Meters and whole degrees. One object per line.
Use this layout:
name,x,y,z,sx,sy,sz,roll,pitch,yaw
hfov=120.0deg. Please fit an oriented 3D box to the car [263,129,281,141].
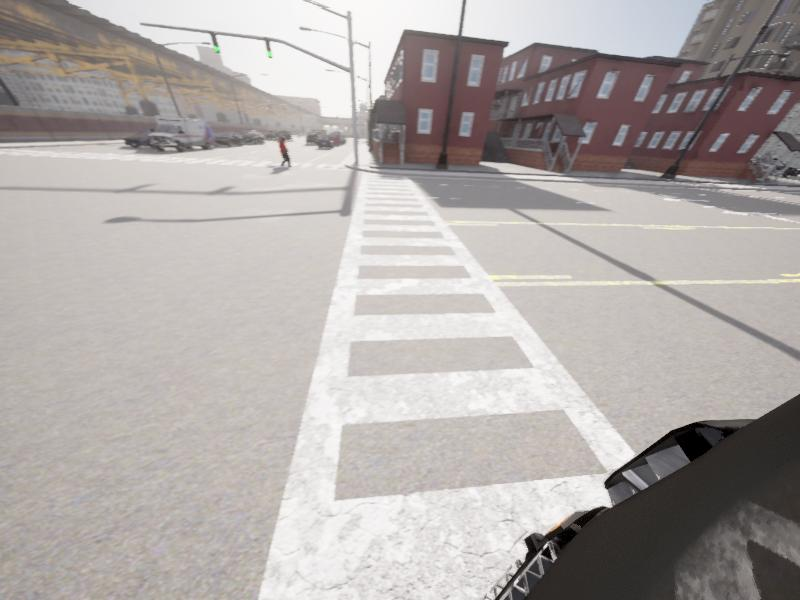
car,-26.975,-35.007,48.972,1.905,1.878,3.866,-1,37,-6

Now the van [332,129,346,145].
van,-12.868,-34.420,48.813,1.988,2.561,5.915,-1,36,-6

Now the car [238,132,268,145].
car,-21.608,-23.881,34.128,1.837,1.490,4.892,-1,36,-6

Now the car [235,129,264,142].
car,-25.854,-28.388,39.952,2.242,1.667,4.611,-1,36,-6

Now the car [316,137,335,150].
car,-11.119,-23.687,34.873,1.994,1.385,4.181,-1,36,-6

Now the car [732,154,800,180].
car,45.683,-16.489,28.493,1.930,1.638,5.238,-1,41,-7

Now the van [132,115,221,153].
van,-20.041,-15.290,21.368,2.351,2.431,6.366,-1,36,-6

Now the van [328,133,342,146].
van,-12.196,-30.229,43.445,1.775,1.987,4.442,-1,36,-6

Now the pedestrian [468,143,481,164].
pedestrian,8.285,-16.326,25.785,0.751,1.860,0.751,-14,39,-23

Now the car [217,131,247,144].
car,-25.238,-24.587,34.918,1.994,1.385,4.181,-1,36,-7

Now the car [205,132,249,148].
car,-20.872,-19.549,28.183,2.033,1.411,5.357,-1,36,-6

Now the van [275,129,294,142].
van,-23.125,-32.970,46.364,1.775,1.987,4.442,-1,36,-6

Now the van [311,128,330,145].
van,-16.214,-33.600,47.466,2.351,2.431,6.366,-1,36,-6

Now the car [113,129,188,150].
car,-23.672,-15.546,22.308,2.033,1.411,5.357,-1,36,-6

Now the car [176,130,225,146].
car,-24.462,-20.130,28.691,2.033,1.411,5.357,-1,36,-6

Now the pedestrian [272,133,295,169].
pedestrian,-7.395,-9.482,14.738,0.751,1.860,0.751,-2,36,-8

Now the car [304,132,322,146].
car,-15.433,-28.748,41.180,1.932,1.855,4.605,-1,36,-6
